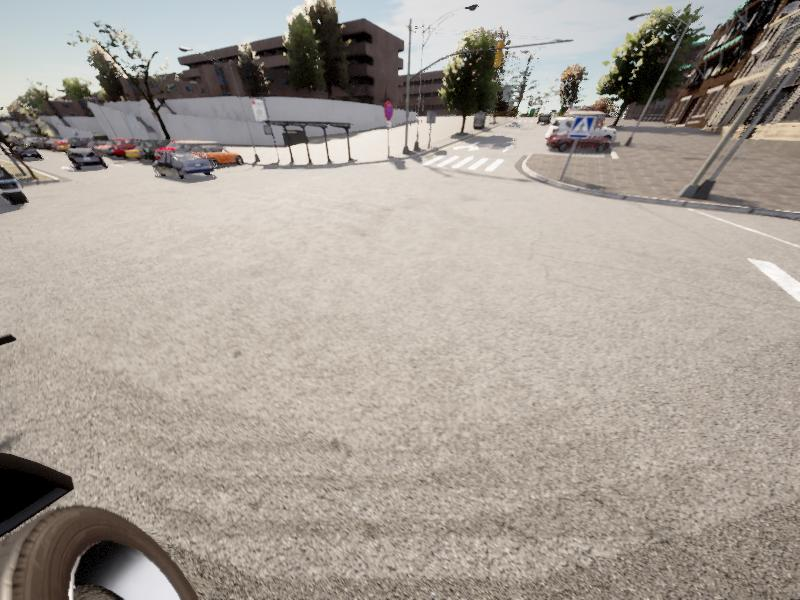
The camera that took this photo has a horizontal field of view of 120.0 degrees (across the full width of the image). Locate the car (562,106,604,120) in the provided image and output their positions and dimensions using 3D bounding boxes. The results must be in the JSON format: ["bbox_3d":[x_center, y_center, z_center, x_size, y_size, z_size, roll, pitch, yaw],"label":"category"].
[{"bbox_3d":[35.022,-35.938,44.378,5.566,2.045,2.435,6,42,8],"label":"car"}]

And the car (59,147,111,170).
[{"bbox_3d":[-28.818,-13.023,21.128,4.792,1.488,2.163,25,43,31],"label":"car"}]

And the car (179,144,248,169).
[{"bbox_3d":[-17.136,-13.522,21.636,2.185,1.767,4.553,7,35,9],"label":"car"}]

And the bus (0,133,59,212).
[{"bbox_3d":[-19.709,-6.190,9.193,10.273,4.253,3.944,18,40,25],"label":"bus"}]

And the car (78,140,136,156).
[{"bbox_3d":[-42.956,-22.513,34.103,2.185,1.767,4.553,6,35,9],"label":"car"}]

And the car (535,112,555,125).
[{"bbox_3d":[25.153,-31.472,39.892,2.128,1.511,4.902,20,45,23],"label":"car"}]

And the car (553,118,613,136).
[{"bbox_3d":[21.153,-20.249,27.026,4.892,1.521,2.231,7,42,9],"label":"car"}]

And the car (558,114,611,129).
[{"bbox_3d":[26.007,-25.385,32.821,5.366,1.575,1.946,7,42,9],"label":"car"}]

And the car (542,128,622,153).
[{"bbox_3d":[14.951,-13.345,19.282,4.674,1.452,2.002,7,42,8],"label":"car"}]

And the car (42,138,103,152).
[{"bbox_3d":[-58.452,-27.902,41.499,2.435,2.045,5.566,6,35,8],"label":"car"}]

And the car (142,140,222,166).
[{"bbox_3d":[-22.273,-15.457,24.100,2.435,2.045,5.566,7,35,8],"label":"car"}]

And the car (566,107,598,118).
[{"bbox_3d":[38.100,-39.286,48.410,4.553,1.767,2.185,7,39,7],"label":"car"}]

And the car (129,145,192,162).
[{"bbox_3d":[-27.445,-17.039,26.787,2.002,1.452,4.674,6,35,9],"label":"car"}]

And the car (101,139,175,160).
[{"bbox_3d":[-32.604,-19.088,29.128,2.435,2.045,5.566,6,35,8],"label":"car"}]

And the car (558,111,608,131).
[{"bbox_3d":[24.151,-23.867,30.773,4.442,1.987,1.878,7,42,9],"label":"car"}]

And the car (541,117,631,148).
[{"bbox_3d":[16.523,-15.282,21.032,5.566,2.045,2.435,7,42,9],"label":"car"}]

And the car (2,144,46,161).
[{"bbox_3d":[-44.526,-17.506,27.341,4.193,1.474,1.816,19,40,24],"label":"car"}]

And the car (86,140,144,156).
[{"bbox_3d":[-40.352,-21.660,32.915,2.185,1.767,4.553,7,35,8],"label":"car"}]

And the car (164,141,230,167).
[{"bbox_3d":[-19.715,-14.477,22.784,1.878,1.987,4.442,7,35,9],"label":"car"}]

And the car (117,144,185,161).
[{"bbox_3d":[-29.992,-18.078,28.158,1.946,1.575,5.366,6,35,9],"label":"car"}]

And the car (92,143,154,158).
[{"bbox_3d":[-37.773,-20.651,31.728,2.231,1.521,4.892,7,35,8],"label":"car"}]

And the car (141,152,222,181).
[{"bbox_3d":[-14.796,-9.148,15.638,5.357,1.411,2.033,19,40,27],"label":"car"}]

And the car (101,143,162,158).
[{"bbox_3d":[-35.193,-19.751,30.527,2.163,1.488,4.792,6,35,9],"label":"car"}]

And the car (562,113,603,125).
[{"bbox_3d":[28.923,-28.820,36.770,4.674,1.452,2.002,7,42,8],"label":"car"}]

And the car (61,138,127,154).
[{"bbox_3d":[-48.118,-24.421,36.563,2.435,2.045,5.566,6,35,9],"label":"car"}]

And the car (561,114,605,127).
[{"bbox_3d":[27.382,-27.093,34.818,4.674,1.452,2.002,7,42,8],"label":"car"}]

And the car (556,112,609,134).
[{"bbox_3d":[22.596,-22.145,28.827,4.442,1.987,1.878,7,42,9],"label":"car"}]

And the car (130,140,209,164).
[{"bbox_3d":[-24.852,-16.395,25.399,2.435,2.045,5.566,6,35,9],"label":"car"}]

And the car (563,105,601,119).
[{"bbox_3d":[39.524,-41.005,50.344,5.566,2.045,2.435,8,37,7],"label":"car"}]

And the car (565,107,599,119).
[{"bbox_3d":[36.546,-37.595,46.441,4.553,1.767,2.185,6,41,7],"label":"car"}]

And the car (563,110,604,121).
[{"bbox_3d":[33.710,-33.998,42.557,5.366,1.575,1.946,7,41,8],"label":"car"}]
